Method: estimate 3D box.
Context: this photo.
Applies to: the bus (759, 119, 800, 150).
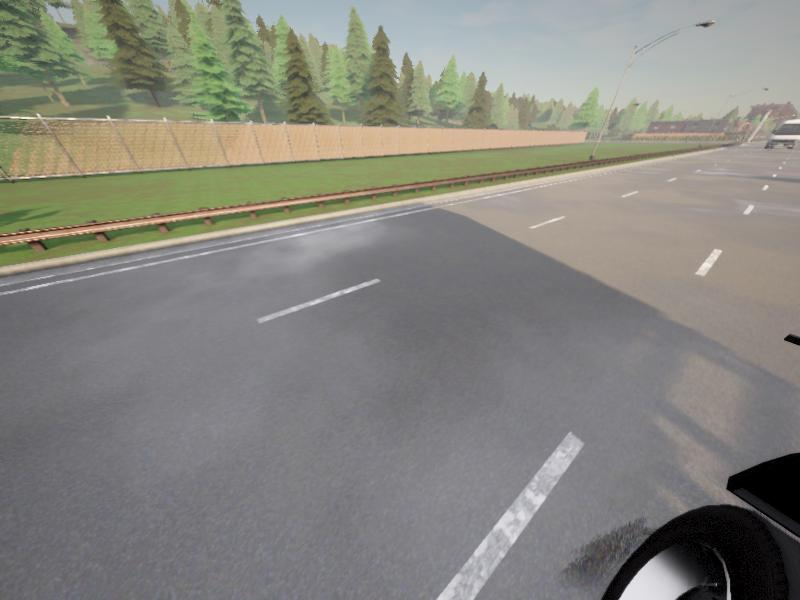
[{"bbox_3d":[69.477,-29.376,41.090,10.273,4.253,3.944,-22,41,-28],"label":"bus"}]
